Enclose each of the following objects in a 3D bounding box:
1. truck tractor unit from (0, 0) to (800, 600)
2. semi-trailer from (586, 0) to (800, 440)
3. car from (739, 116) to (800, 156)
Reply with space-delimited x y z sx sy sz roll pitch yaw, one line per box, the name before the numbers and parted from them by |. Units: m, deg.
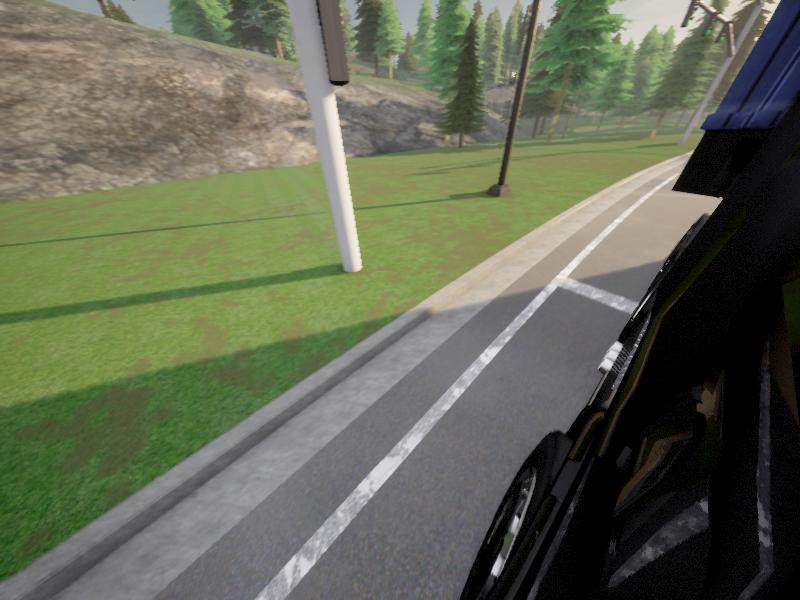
truck tractor unit | 2.645 -0.295 0.351 6.516 4.208 3.053 -28 44 -30
semi-trailer | 9.820 -2.414 2.565 14.254 4.402 2.717 -12 37 -12
car | 23.910 -10.295 14.430 4.605 1.855 1.932 -23 41 -26
